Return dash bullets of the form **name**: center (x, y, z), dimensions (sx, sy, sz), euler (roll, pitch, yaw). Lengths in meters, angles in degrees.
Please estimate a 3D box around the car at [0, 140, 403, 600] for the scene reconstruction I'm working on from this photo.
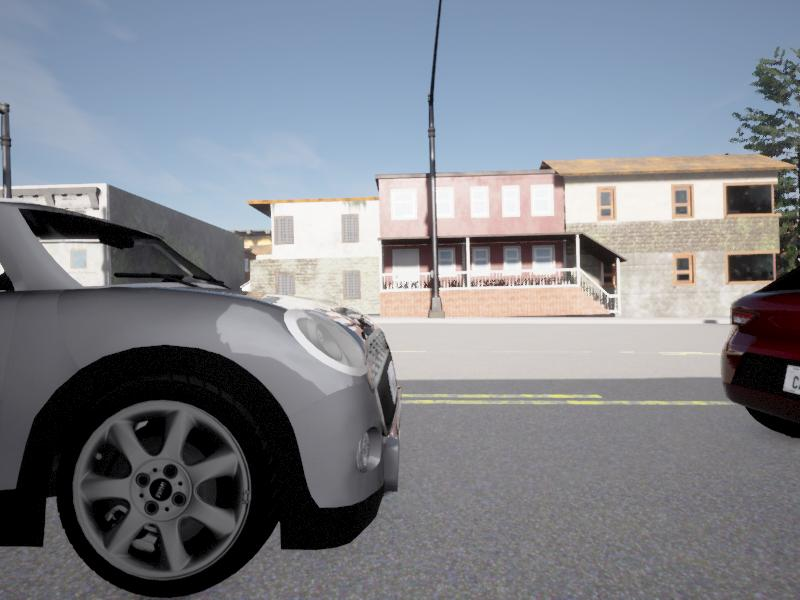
- **car**: center (-1.899, 0.258, 2.237), dimensions (3.806, 1.475, 1.970), euler (0, 0, 1)

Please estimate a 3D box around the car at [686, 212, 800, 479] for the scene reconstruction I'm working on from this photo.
- **car**: center (4.307, 0.260, 2.168), dimensions (4.193, 1.474, 1.816), euler (0, 0, 1)
